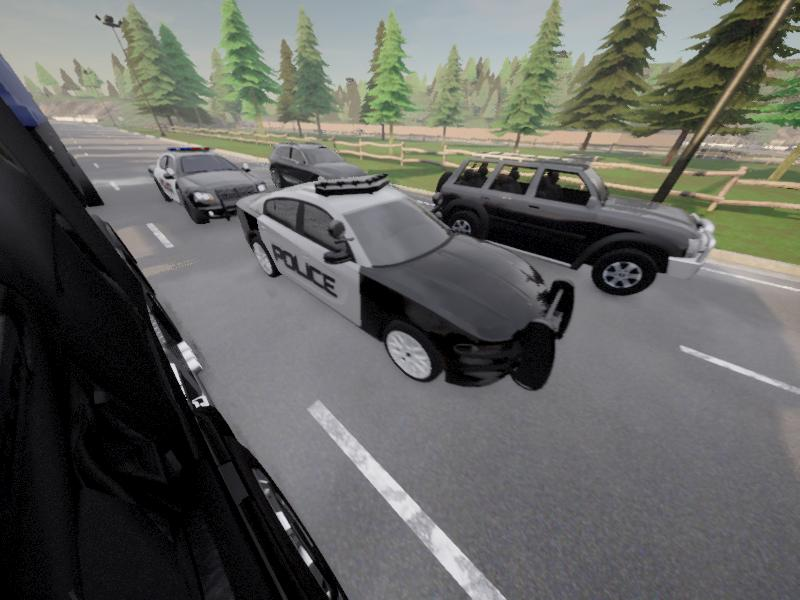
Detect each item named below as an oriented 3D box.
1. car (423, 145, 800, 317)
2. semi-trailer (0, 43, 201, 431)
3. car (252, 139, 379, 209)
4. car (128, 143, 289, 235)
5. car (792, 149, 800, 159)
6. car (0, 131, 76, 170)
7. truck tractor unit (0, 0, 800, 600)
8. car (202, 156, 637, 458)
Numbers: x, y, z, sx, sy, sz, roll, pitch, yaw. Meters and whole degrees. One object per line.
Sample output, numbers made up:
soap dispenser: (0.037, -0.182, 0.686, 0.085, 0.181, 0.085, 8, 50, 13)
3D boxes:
car: (2.976, -1.848, 4.678, 4.605, 1.855, 1.932, 28, 44, 30)
semi-trailer: (-8.704, -3.575, 4.259, 14.254, 4.402, 2.717, 28, 44, 30)
car: (-3.277, -5.051, 8.886, 4.856, 1.649, 2.033, 28, 44, 30)
car: (-5.757, -3.592, 6.876, 4.974, 1.542, 2.038, 27, 43, 31)
car: (76.574, -27.233, 43.240, 1.970, 1.475, 3.806, 28, 44, 31)
car: (-19.510, -8.065, 12.324, 4.181, 1.385, 1.994, 27, 43, 30)
truck tractor unit: (-2.645, -0.295, 0.351, 6.516, 4.208, 3.053, 28, 44, 30)
car: (-0.459, -0.838, 3.333, 5.238, 1.638, 1.930, 28, 44, 30)
